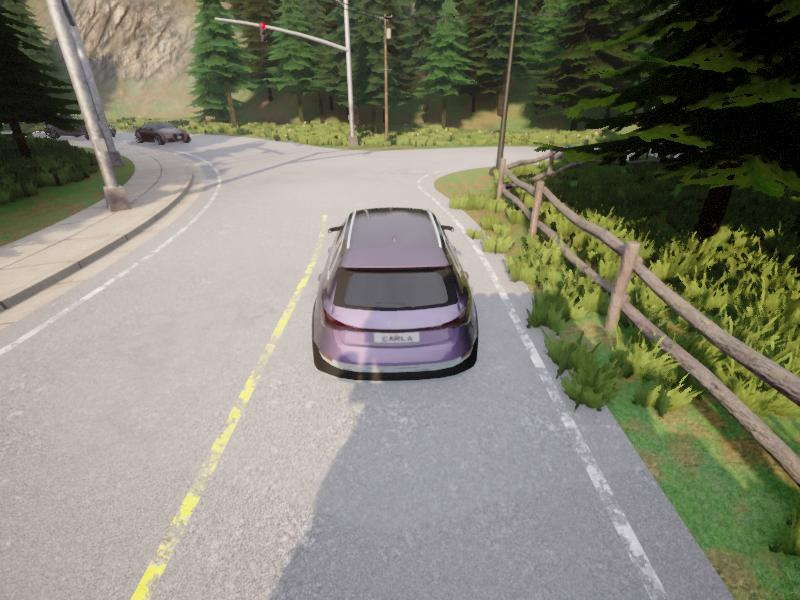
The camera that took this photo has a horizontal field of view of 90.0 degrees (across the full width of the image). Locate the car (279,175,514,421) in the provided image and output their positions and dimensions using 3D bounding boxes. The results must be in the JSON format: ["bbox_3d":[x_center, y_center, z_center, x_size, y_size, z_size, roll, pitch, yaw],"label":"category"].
[{"bbox_3d":[-0.115,-0.592,5.996,2.033,1.649,4.856,-1,27,-2],"label":"car"}]

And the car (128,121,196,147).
[{"bbox_3d":[-16.258,-11.386,27.314,4.181,1.385,1.994,16,31,28],"label":"car"}]

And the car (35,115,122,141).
[{"bbox_3d":[-24.445,-13.184,30.540,5.027,1.651,2.152,6,28,11],"label":"car"}]
